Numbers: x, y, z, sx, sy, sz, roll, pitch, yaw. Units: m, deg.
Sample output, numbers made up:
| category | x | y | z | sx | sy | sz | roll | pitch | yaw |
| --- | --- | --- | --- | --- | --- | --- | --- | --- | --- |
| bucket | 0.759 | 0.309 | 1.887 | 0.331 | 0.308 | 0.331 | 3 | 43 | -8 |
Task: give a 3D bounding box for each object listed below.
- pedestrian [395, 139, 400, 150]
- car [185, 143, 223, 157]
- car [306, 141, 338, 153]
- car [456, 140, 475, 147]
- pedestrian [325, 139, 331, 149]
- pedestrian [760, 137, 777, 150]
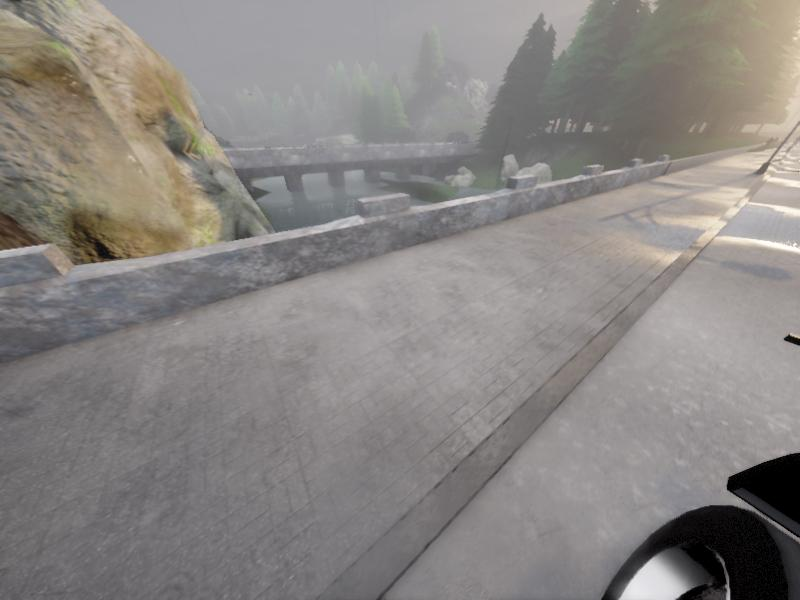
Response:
| category | x | y | z | sx | sy | sz | roll | pitch | yaw |
| --- | --- | --- | --- | --- | --- | --- | --- | --- | --- |
| pedestrian | -0.484 | -31.393 | 46.570 | 0.751 | 1.860 | 0.751 | -22 | 41 | -28 |
| car | -29.849 | -22.956 | 35.323 | 3.988 | 1.617 | 1.851 | -22 | 41 | -28 |
| car | -14.717 | -29.103 | 43.867 | 5.238 | 1.638 | 1.930 | -22 | 41 | -28 |
| car | 17.514 | -42.114 | 62.105 | 5.008 | 1.535 | 1.882 | -22 | 41 | -28 |
| pedestrian | -16.193 | -35.058 | 51.908 | 0.751 | 1.860 | 0.751 | -21 | 40 | -26 |
| pedestrian | 63.730 | -27.148 | 39.967 | 0.751 | 1.860 | 0.751 | -22 | 40 | -27 |
